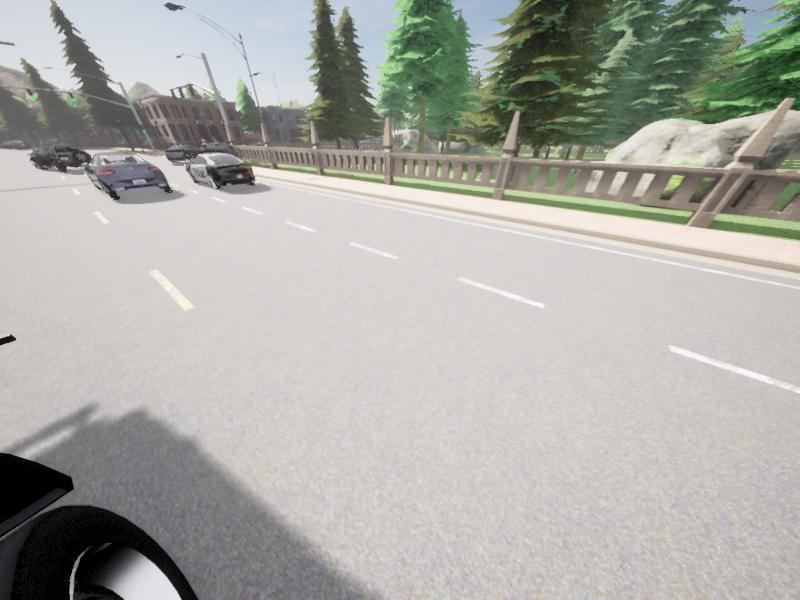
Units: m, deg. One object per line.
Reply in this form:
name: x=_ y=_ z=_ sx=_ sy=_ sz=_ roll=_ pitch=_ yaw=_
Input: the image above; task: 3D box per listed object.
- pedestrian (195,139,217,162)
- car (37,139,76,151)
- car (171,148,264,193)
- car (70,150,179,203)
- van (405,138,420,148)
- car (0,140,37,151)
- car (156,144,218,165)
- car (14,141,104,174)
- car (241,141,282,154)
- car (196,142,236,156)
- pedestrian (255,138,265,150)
pedestrian: x=-18.665 y=-14.404 z=22.260 sx=0.751 sy=1.860 sz=0.751 roll=9 pitch=36 yaw=12
car: x=-64.286 y=-29.087 z=43.294 sx=4.611 sy=1.667 sz=2.242 roll=11 pitch=36 yaw=14
car: x=-10.022 y=-7.226 z=12.648 sx=5.238 sy=1.638 sz=1.930 roll=24 pitch=41 yaw=29
car: x=-13.041 y=-6.013 z=10.920 sx=5.027 sy=1.651 sz=2.152 roll=24 pitch=41 yaw=29
van: x=3.262 y=-42.028 z=61.803 sx=1.775 sy=1.987 sz=4.442 roll=24 pitch=41 yaw=29
car: x=-69.056 y=-27.742 z=41.399 sx=4.792 sy=1.488 sz=2.163 roll=7 pitch=36 yaw=9
car: x=-21.666 y=-15.121 z=23.859 sx=2.128 sy=1.511 sz=4.902 roll=-3 pitch=35 yaw=-4
car: x=-25.653 y=-10.837 z=17.441 sx=4.605 sy=1.855 sz=1.932 roll=13 pitch=36 yaw=16
car: x=-22.771 y=-25.300 z=38.225 sx=1.801 sy=1.575 sz=5.366 roll=24 pitch=41 yaw=29
car: x=-26.847 y=-22.140 z=33.801 sx=1.970 sy=1.475 sz=3.806 roll=23 pitch=41 yaw=29
pedestrian: x=-26.267 y=-29.349 z=43.388 sx=0.751 sy=1.860 sz=0.751 roll=23 pitch=41 yaw=28
